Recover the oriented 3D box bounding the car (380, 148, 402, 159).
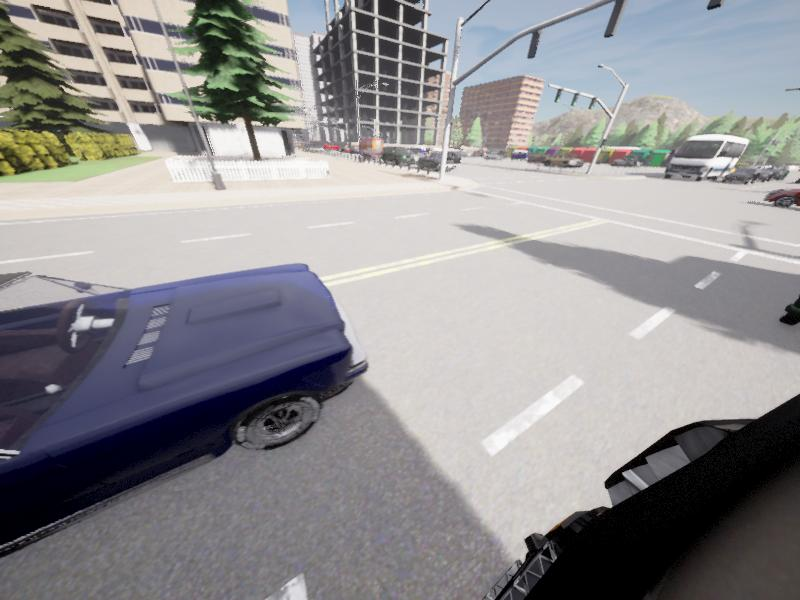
[{"bbox_3d":[-1.878,-28.275,44.613,1.930,1.638,5.238,-16,38,-26],"label":"car"}]

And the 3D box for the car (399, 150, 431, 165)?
[{"bbox_3d":[2.052,-20.579,33.305,2.242,1.667,4.611,-17,38,-26],"label":"car"}]

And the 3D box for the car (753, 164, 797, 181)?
[{"bbox_3d":[50.992,-17.378,31.438,4.553,1.767,2.097,-15,38,-25],"label":"car"}]

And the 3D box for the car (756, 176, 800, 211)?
[{"bbox_3d":[22.176,-5.200,11.700,1.816,1.474,4.193,-18,39,-28],"label":"car"}]

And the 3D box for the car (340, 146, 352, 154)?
[{"bbox_3d":[-14.597,-40.628,62.547,1.970,1.475,3.806,-16,38,-26],"label":"car"}]

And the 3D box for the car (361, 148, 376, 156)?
[{"bbox_3d":[-7.120,-33.339,52.019,1.970,1.475,3.806,-16,38,-26],"label":"car"}]

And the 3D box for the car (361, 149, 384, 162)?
[{"bbox_3d":[-4.490,-23.040,36.789,1.812,1.442,4.674,-16,38,-26],"label":"car"}]

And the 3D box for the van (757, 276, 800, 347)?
[{"bbox_3d":[7.807,-0.447,3.231,4.442,1.987,1.775,-15,38,-25],"label":"van"}]

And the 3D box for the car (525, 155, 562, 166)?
[{"bbox_3d":[26.521,-26.000,42.898,2.033,1.415,5.357,-16,38,-26],"label":"car"}]

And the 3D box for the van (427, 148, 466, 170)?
[{"bbox_3d":[5.545,-17.318,28.306,2.069,2.038,4.480,-16,38,-26],"label":"van"}]

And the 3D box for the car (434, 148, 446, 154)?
[{"bbox_3d":[14.918,-55.235,85.720,3.866,1.878,1.905,-17,38,-26],"label":"car"}]

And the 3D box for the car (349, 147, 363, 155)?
[{"bbox_3d":[-11.036,-37.138,57.542,1.970,1.475,3.806,-16,38,-26],"label":"car"}]

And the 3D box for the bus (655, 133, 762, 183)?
[{"bbox_3d":[35.340,-16.224,26.525,10.273,4.253,3.944,-16,38,-25],"label":"bus"}]

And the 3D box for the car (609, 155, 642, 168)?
[{"bbox_3d":[44.358,-27.313,45.551,1.905,1.878,3.866,-16,38,-26],"label":"car"}]

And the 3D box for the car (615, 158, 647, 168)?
[{"bbox_3d":[46.859,-27.843,46.931,1.970,1.475,3.806,-16,38,-26],"label":"car"}]

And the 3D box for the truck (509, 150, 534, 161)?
[{"bbox_3d":[28.488,-33.946,54.325,2.069,2.038,4.478,-16,38,-26],"label":"truck"}]

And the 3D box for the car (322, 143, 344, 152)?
[{"bbox_3d":[-19.897,-45.362,68.624,5.566,2.045,2.150,-17,38,-27],"label":"car"}]

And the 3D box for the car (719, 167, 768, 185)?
[{"bbox_3d":[37.071,-13.428,24.929,4.892,1.490,1.837,-16,38,-25],"label":"car"}]

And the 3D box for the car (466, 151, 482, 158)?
[{"bbox_3d":[20.914,-41.145,65.185,1.784,1.438,3.905,-16,38,-26],"label":"car"}]

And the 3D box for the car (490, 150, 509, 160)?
[{"bbox_3d":[25.282,-37.020,58.905,1.905,1.878,3.866,-16,38,-26],"label":"car"}]

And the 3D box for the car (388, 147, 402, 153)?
[{"bbox_3d":[-1.836,-55.129,84.823,4.611,1.667,2.242,-17,38,-26],"label":"car"}]

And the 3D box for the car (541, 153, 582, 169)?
[{"bbox_3d":[24.878,-21.612,35.802,1.932,1.855,4.605,-16,38,-26],"label":"car"}]

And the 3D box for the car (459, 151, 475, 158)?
[{"bbox_3d":[18.409,-40.385,63.948,1.970,1.475,3.806,-16,38,-26],"label":"car"}]

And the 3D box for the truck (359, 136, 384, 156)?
[{"bbox_3d":[-7.153,-38.248,57.246,2.891,3.827,8.468,-16,38,-26],"label":"truck"}]

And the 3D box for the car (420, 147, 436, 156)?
[{"bbox_3d":[7.822,-41.618,64.701,1.932,1.855,4.605,-16,38,-26],"label":"car"}]

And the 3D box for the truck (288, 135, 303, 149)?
[{"bbox_3d":[-37.218,-56.138,82.170,2.891,3.827,8.468,-16,38,-26],"label":"truck"}]

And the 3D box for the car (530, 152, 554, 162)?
[{"bbox_3d":[35.563,-35.980,57.980,1.932,1.855,4.605,-16,38,-26],"label":"car"}]

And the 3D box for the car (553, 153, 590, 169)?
[{"bbox_3d":[27.407,-22.317,37.019,1.905,1.878,3.866,-16,38,-26],"label":"car"}]

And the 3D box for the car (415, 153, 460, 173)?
[{"bbox_3d":[3.868,-14.878,25.025,2.128,1.511,4.902,-16,38,-26],"label":"car"}]

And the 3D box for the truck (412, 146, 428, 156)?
[{"bbox_3d":[5.357,-40.928,63.344,2.069,2.038,4.478,-16,38,-26],"label":"truck"}]

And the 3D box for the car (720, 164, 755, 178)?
[{"bbox_3d":[50.629,-19.418,34.638,3.988,1.617,1.851,-15,38,-25],"label":"car"}]

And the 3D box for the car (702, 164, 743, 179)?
[{"bbox_3d":[43.985,-17.563,31.511,5.008,1.535,1.882,-15,38,-25],"label":"car"}]

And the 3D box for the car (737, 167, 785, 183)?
[{"bbox_3d":[44.141,-15.381,28.277,4.902,1.511,2.128,-15,38,-25],"label":"car"}]

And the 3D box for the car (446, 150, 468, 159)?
[{"bbox_3d":[12.900,-33.267,52.817,2.242,1.667,4.611,-16,38,-26],"label":"car"}]

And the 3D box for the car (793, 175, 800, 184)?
[{"bbox_3d":[50.288,-14.904,27.831,4.856,1.649,2.033,-14,37,-25],"label":"car"}]

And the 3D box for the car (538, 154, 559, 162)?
[{"bbox_3d":[38.092,-36.508,59.307,1.784,1.438,3.905,-16,38,-26],"label":"car"}]

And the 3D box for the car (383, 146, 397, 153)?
[{"bbox_3d":[-3.263,-48.073,73.867,3.866,1.878,1.905,-17,38,-26],"label":"car"}]

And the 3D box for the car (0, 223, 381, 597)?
[{"bbox_3d":[-2.679,0.635,1.582,4.718,1.301,1.895,-16,38,-26],"label":"car"}]

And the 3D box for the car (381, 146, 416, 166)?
[{"bbox_3d":[-0.325,-19.219,30.782,2.150,2.045,5.566,-16,38,-26],"label":"car"}]

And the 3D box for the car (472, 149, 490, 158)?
[{"bbox_3d":[23.216,-42.026,66.267,1.932,1.855,4.605,-16,38,-26],"label":"car"}]

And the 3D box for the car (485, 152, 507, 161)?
[{"bbox_3d":[20.987,-31.448,50.726,1.970,1.475,3.806,-16,38,-26],"label":"car"}]

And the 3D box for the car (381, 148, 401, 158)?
[{"bbox_3d":[-2.026,-32.260,50.588,2.152,1.651,5.027,-17,38,-26],"label":"car"}]
